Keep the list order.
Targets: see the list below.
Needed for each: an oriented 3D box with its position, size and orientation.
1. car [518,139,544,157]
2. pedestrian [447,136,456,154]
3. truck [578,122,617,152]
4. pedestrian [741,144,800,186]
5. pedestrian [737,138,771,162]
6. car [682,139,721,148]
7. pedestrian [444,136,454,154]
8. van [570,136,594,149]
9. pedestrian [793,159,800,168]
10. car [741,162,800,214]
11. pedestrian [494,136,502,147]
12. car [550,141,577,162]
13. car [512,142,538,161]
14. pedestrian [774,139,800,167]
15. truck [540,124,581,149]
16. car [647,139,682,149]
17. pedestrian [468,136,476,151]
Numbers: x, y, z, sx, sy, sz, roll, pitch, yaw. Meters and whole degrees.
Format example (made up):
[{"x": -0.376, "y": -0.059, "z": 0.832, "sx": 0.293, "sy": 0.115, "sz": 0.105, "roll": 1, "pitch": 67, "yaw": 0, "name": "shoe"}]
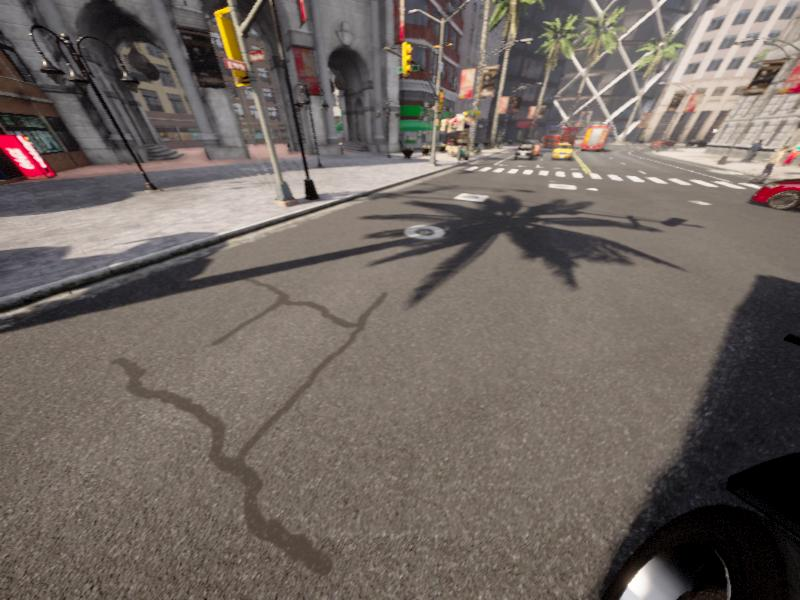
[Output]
[{"x": 16.658, "y": -19.414, "z": 29.380, "sx": 2.097, "sy": 1.767, "sz": 4.553, "roll": 18, "pitch": 39, "yaw": 23, "name": "car"}, {"x": 6.580, "y": -19.742, "z": 29.405, "sx": 0.751, "sy": 1.860, "sz": 0.751, "roll": 18, "pitch": 39, "yaw": 22, "name": "pedestrian"}, {"x": 33.310, "y": -27.411, "z": 38.864, "sx": 2.891, "sy": 3.827, "sz": 8.468, "roll": 27, "pitch": 43, "yaw": 32, "name": "truck"}, {"x": 19.770, "y": -7.179, "z": 12.313, "sx": 0.751, "sy": 1.860, "sz": 0.751, "roll": 17, "pitch": 39, "yaw": 22, "name": "pedestrian"}, {"x": 33.296, "y": -14.111, "z": 21.774, "sx": 0.751, "sy": 1.860, "sz": 0.751, "roll": 18, "pitch": 40, "yaw": 23, "name": "pedestrian"}, {"x": 65.209, "y": -33.908, "z": 50.098, "sx": 4.892, "sy": 1.490, "sz": 1.837, "roll": 6, "pitch": 36, "yaw": 7, "name": "car"}, {"x": 6.076, "y": -19.330, "z": 28.829, "sx": 0.751, "sy": 1.860, "sz": 0.751, "roll": -21, "pitch": 41, "yaw": -26, "name": "pedestrian"}, {"x": 35.065, "y": -30.323, "z": 44.496, "sx": 4.442, "sy": 1.987, "sz": 1.775, "roll": -25, "pitch": 42, "yaw": -31, "name": "van"}, {"x": 31.813, "y": -10.968, "z": 18.049, "sx": 0.500, "sy": 1.100, "sz": 0.500, "roll": 18, "pitch": 39, "yaw": 23, "name": "pedestrian"}, {"x": 15.440, "y": -3.563, "z": 7.722, "sx": 1.994, "sy": 1.385, "sz": 4.181, "roll": -19, "pitch": 40, "yaw": -25, "name": "car"}, {"x": 19.073, "y": -30.782, "z": 44.825, "sx": 0.751, "sy": 1.860, "sz": 0.751, "roll": 28, "pitch": 44, "yaw": 32, "name": "pedestrian"}, {"x": 17.809, "y": -16.324, "z": 25.279, "sx": 1.801, "sy": 1.575, "sz": 5.366, "roll": 18, "pitch": 39, "yaw": 23, "name": "car"}, {"x": 13.514, "y": -16.057, "z": 24.901, "sx": 1.789, "sy": 1.549, "sz": 3.705, "roll": 18, "pitch": 39, "yaw": 23, "name": "car"}, {"x": 31.660, "y": -11.792, "z": 18.541, "sx": 0.751, "sy": 1.860, "sz": 0.751, "roll": 26, "pitch": 43, "yaw": 31, "name": "pedestrian"}, {"x": 31.416, "y": -31.996, "z": 45.218, "sx": 8.468, "sy": 3.827, "sz": 2.891, "roll": -26, "pitch": 43, "yaw": -31, "name": "truck"}, {"x": 53.012, "y": -31.318, "z": 46.312, "sx": 5.027, "sy": 1.651, "sz": 2.152, "roll": -10, "pitch": 37, "yaw": -15, "name": "car"}, {"x": 10.993, "y": -23.975, "z": 35.315, "sx": 0.751, "sy": 1.860, "sz": 0.751, "roll": 19, "pitch": 40, "yaw": 24, "name": "pedestrian"}]
